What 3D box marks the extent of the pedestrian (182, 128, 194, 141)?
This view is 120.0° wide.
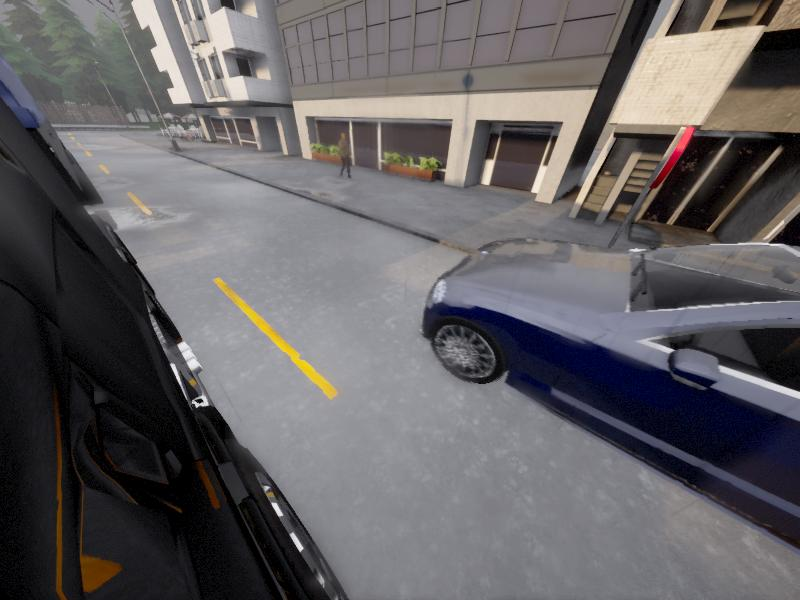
[{"bbox_3d":[-22.760,-17.704,24.760,0.500,1.100,0.500,30,45,31],"label":"pedestrian"}]

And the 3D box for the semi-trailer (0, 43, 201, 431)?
[{"bbox_3d":[-8.692,-3.610,4.233,14.254,4.402,2.717,28,44,30],"label":"semi-trailer"}]

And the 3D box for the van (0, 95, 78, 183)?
[{"bbox_3d":[-16.353,-6.920,9.759,5.915,2.561,1.988,28,43,30],"label":"van"}]

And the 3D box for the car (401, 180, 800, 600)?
[{"bbox_3d":[2.662,0.466,1.829,5.027,1.651,2.152,28,44,30],"label":"car"}]

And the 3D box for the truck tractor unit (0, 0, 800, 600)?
[{"bbox_3d":[-2.645,-0.295,0.351,6.516,4.208,3.053,28,44,30],"label":"truck tractor unit"}]

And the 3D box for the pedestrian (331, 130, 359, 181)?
[{"bbox_3d":[-2.479,-6.545,10.467,0.751,1.860,0.751,31,45,32],"label":"pedestrian"}]
